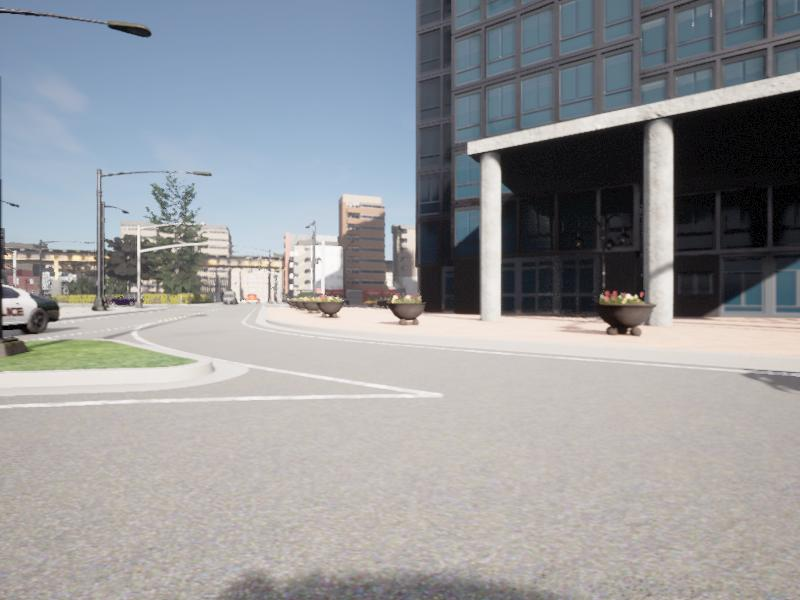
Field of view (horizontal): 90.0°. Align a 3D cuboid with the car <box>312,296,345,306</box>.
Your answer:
[{"bbox_3d":[-12.083,0.238,67.377,5.238,1.638,1.930,1,0,-21],"label":"car"}]

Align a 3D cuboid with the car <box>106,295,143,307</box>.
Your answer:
[{"bbox_3d":[-37.094,0.159,53.961,3.633,1.501,1.845,0,0,-4],"label":"car"}]

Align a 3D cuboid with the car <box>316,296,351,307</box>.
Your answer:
[{"bbox_3d":[-10.676,0.246,64.168,5.238,1.638,1.930,1,0,-19],"label":"car"}]

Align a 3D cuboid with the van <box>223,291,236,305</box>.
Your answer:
[{"bbox_3d":[-32.765,-0.343,76.961,1.988,2.561,5.915,0,0,-19],"label":"van"}]

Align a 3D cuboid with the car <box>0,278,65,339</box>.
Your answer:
[{"bbox_3d":[-11.027,0.210,9.803,2.038,1.542,4.974,0,0,-9],"label":"car"}]
